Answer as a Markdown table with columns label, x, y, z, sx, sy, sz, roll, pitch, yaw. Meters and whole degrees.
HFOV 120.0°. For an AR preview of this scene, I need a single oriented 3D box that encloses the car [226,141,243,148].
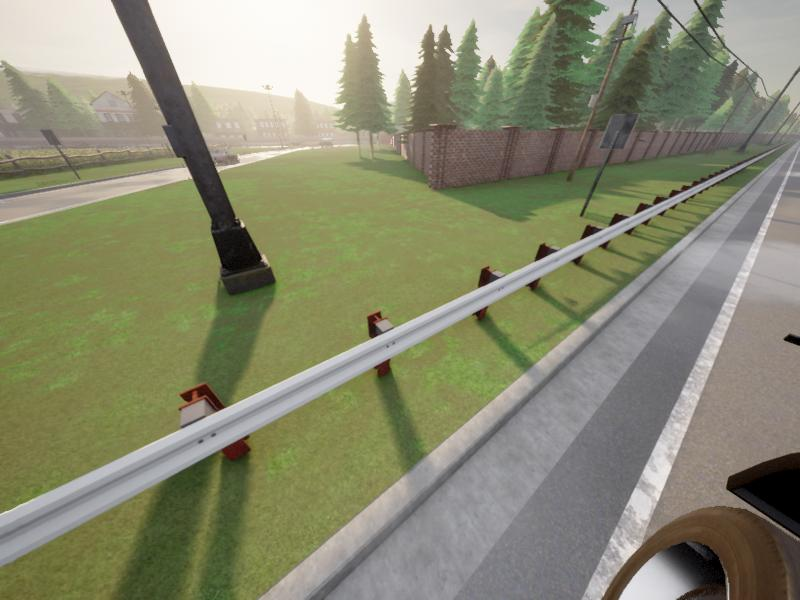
| label | x | y | z | sx | sy | sz | roll | pitch | yaw |
| --- | --- | --- | --- | --- | --- | --- | --- | --- | --- |
| car | -48.481 | -45.744 | 67.835 | 3.633 | 1.501 | 1.845 | -14 | 37 | -19 |

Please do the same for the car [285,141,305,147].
| label | x | y | z | sx | sy | sz | roll | pitch | yaw |
| --- | --- | --- | --- | --- | --- | --- | --- | --- | --- |
| car | -31.642 | -46.998 | 69.480 | 5.008 | 1.535 | 1.882 | -22 | 41 | -28 |

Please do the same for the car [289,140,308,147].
| label | x | y | z | sx | sy | sz | roll | pitch | yaw |
| --- | --- | --- | --- | --- | --- | --- | --- | --- | --- |
| car | -31.988 | -49.313 | 72.768 | 5.008 | 1.535 | 1.882 | -22 | 41 | -28 |

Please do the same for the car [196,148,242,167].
| label | x | y | z | sx | sy | sz | roll | pitch | yaw |
| --- | --- | --- | --- | --- | --- | --- | --- | --- | --- |
| car | -18.407 | -14.723 | 23.744 | 1.994 | 1.385 | 4.181 | -6 | 36 | -8 |

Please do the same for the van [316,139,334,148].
| label | x | y | z | sx | sy | sz | roll | pitch | yaw |
| --- | --- | --- | --- | --- | --- | --- | --- | --- | --- |
| van | -20.454 | -43.073 | 63.397 | 2.069 | 2.038 | 4.480 | 11 | 36 | 17 |

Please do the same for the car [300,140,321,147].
| label | x | y | z | sx | sy | sz | roll | pitch | yaw |
| --- | --- | --- | --- | --- | --- | --- | --- | --- | --- |
| car | -26.601 | -46.594 | 68.831 | 5.366 | 1.575 | 1.801 | -22 | 41 | -28 |
